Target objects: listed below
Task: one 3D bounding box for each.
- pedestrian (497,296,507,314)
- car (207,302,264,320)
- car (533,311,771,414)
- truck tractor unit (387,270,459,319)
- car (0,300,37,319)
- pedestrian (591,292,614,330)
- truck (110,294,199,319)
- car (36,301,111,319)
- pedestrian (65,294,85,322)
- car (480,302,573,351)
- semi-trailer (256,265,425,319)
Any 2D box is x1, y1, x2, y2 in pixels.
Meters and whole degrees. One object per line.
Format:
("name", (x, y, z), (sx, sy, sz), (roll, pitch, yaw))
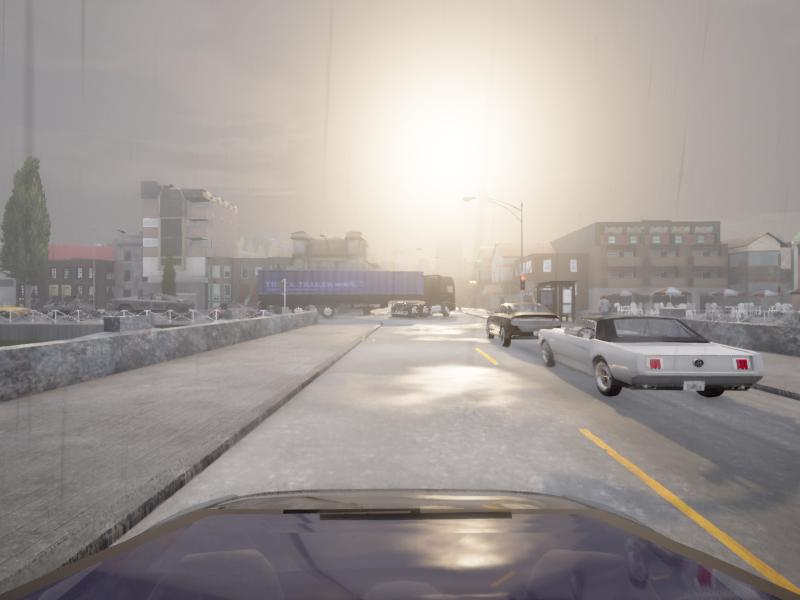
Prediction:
("pedestrian", (10.440, 0.533, 40.992), (0.751, 1.860, 0.751), (0, 0, 40))
("car", (-14.009, 0.921, 34.239), (4.181, 1.385, 1.994), (0, 0, -9))
("car", (4.303, 0.944, 7.966), (1.895, 1.301, 4.718), (0, 0, 2))
("truck tractor unit", (2.291, -0.521, 37.941), (6.516, 4.208, 3.053), (-1, 0, -41))
("car", (-35.539, 0.801, 35.340), (5.366, 1.575, 1.801), (0, 0, 2))
("pedestrian", (9.954, 0.533, 19.687), (0.751, 1.860, 0.751), (0, 0, 2))
("truck", (-21.283, 0.542, 34.862), (6.274, 2.098, 2.390), (0, 0, 2))
("car", (-28.550, 0.836, 35.105), (4.902, 1.511, 2.128), (0, 0, 2))
("pedestrian", (-21.716, 0.547, 26.751), (0.751, 1.860, 0.751), (0, 0, 2))
("car", (4.438, 0.836, 14.911), (2.128, 1.511, 4.902), (0, 0, 3))
("semi-trailer", (-5.022, -0.620, 35.450), (14.254, 4.402, 2.717), (0, 0, -12))
